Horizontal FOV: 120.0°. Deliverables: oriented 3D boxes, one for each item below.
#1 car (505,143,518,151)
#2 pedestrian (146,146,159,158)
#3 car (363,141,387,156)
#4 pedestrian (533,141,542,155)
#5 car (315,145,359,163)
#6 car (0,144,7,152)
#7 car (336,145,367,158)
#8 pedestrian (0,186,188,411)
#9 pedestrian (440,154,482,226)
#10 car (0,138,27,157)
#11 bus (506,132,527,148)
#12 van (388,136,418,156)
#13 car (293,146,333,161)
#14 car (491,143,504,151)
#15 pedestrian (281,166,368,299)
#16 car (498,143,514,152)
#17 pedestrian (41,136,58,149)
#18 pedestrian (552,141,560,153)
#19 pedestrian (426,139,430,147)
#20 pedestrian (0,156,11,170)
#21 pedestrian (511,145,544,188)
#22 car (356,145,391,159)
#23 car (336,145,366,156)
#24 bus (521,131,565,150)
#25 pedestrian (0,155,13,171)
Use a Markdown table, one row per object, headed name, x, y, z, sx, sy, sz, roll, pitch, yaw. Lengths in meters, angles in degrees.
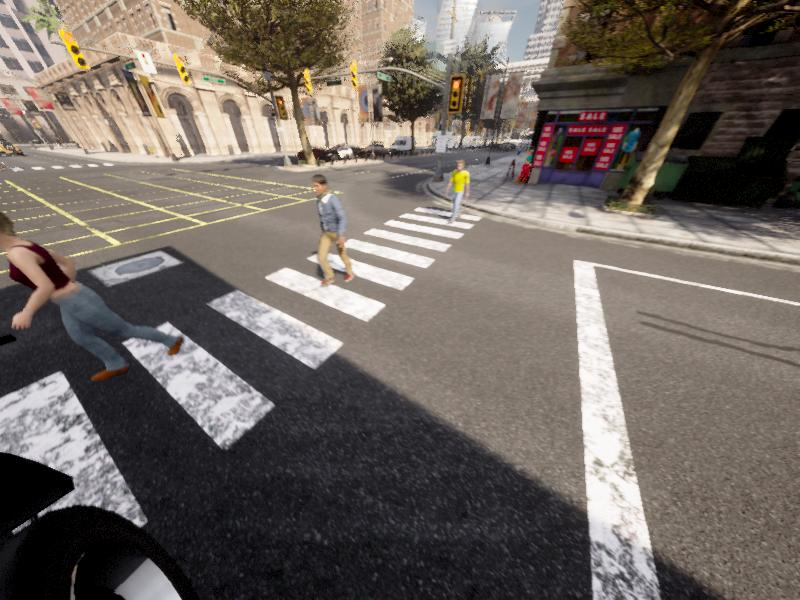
| name | x | y | z | sx | sy | sz | roll | pitch | yaw |
| --- | --- | --- | --- | --- | --- | --- | --- | --- | --- |
| car | 27.206 | -37.308 | 56.291 | 1.845 | 1.501 | 3.633 | 20 | 39 | 25 |
| pedestrian | -28.337 | -16.909 | 26.434 | 0.500 | 1.100 | 0.500 | 19 | 39 | 24 |
| car | -3.991 | -24.627 | 37.420 | 1.905 | 1.878 | 3.866 | 19 | 39 | 25 |
| pedestrian | 23.354 | -25.817 | 39.226 | 0.751 | 1.860 | 0.751 | 18 | 38 | 23 |
| car | -7.317 | -17.441 | 27.422 | 2.038 | 1.542 | 4.974 | 19 | 39 | 25 |
| car | -66.039 | -24.748 | 37.149 | 5.357 | 1.411 | 2.033 | 20 | 39 | 25 |
| car | -6.942 | -21.607 | 33.520 | 1.994 | 1.385 | 4.181 | 20 | 39 | 26 |
| pedestrian | -3.087 | 0.037 | 2.186 | 0.751 | 1.860 | 0.751 | 21 | 40 | 26 |
| pedestrian | 1.832 | -3.380 | 7.136 | 0.751 | 1.860 | 0.751 | 22 | 40 | 28 |
| car | -49.586 | -19.128 | 28.932 | 4.605 | 1.855 | 1.932 | 19 | 39 | 25 |
| bus | 39.444 | -54.080 | 78.041 | 3.944 | 4.253 | 10.273 | 19 | 39 | 25 |
| van | 0.577 | -25.321 | 37.912 | 1.988 | 2.561 | 5.915 | 19 | 39 | 25 |
| car | -10.596 | -18.153 | 28.534 | 1.994 | 1.385 | 4.181 | 19 | 39 | 25 |
| car | 24.607 | -38.763 | 58.363 | 1.837 | 1.490 | 4.892 | 19 | 39 | 25 |
| pedestrian | -1.131 | -1.076 | 3.804 | 0.751 | 1.860 | 0.751 | 20 | 40 | 26 |
| car | 23.623 | -33.947 | 51.438 | 2.038 | 1.542 | 4.974 | 19 | 39 | 25 |
| pedestrian | -62.623 | -28.113 | 41.290 | 0.751 | 1.860 | 0.751 | 13 | 37 | 17 |
| pedestrian | 29.861 | -29.218 | 44.176 | 0.751 | 1.860 | 0.751 | 21 | 40 | 26 |
| pedestrian | 8.824 | -49.519 | 72.877 | 0.751 | 1.860 | 0.751 | 14 | 37 | 18 |
| pedestrian | -30.686 | -10.789 | 17.260 | 0.751 | 1.860 | 0.751 | 15 | 38 | 20 |
| pedestrian | 6.636 | -7.017 | 12.135 | 0.751 | 1.860 | 0.751 | -19 | 40 | -26 |
| car | -3.636 | -20.863 | 32.482 | 2.033 | 1.411 | 5.357 | 19 | 39 | 25 |
| car | -7.859 | -24.339 | 37.464 | 1.895 | 1.301 | 4.718 | 19 | 39 | 25 |
| bus | 41.353 | -46.629 | 67.425 | 3.944 | 4.253 | 10.273 | -12 | 37 | -17 |
| pedestrian | -29.722 | -10.457 | 16.801 | 0.751 | 1.860 | 0.751 | 22 | 40 | 27 |
